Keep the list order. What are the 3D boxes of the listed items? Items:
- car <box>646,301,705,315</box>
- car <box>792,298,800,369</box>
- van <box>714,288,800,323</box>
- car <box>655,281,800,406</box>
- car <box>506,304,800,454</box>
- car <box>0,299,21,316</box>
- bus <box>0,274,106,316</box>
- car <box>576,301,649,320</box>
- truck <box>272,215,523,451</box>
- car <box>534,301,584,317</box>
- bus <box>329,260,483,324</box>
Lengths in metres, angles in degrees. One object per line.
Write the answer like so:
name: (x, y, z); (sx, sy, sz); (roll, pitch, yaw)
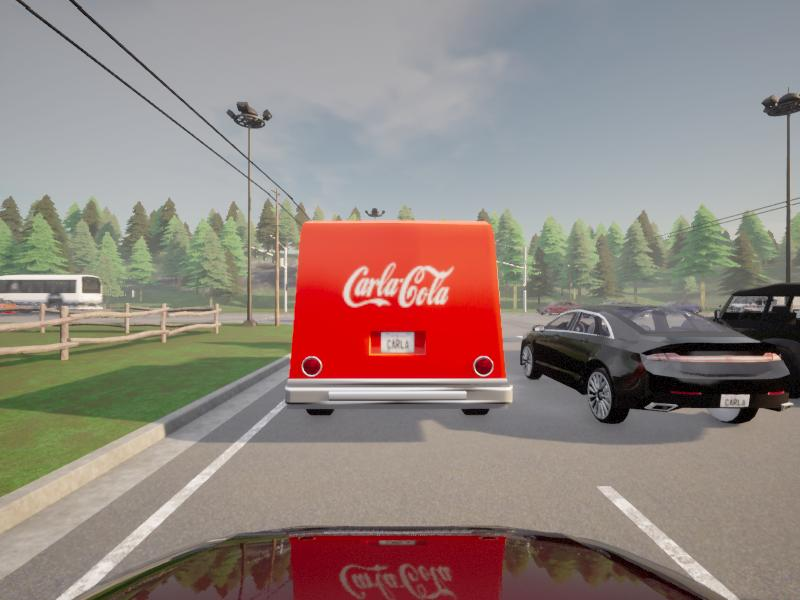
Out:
car: (29.384, 0.851, 42.743); (4.792, 1.488, 2.163); (0, 0, 0)
car: (10.472, 0.781, 7.069); (2.152, 1.651, 5.027); (0, 0, 0)
van: (26.691, 0.377, 28.748); (6.366, 2.431, 2.351); (0, 0, 0)
car: (6.960, 0.646, 7.491); (1.905, 1.878, 3.866); (0, 0, 0)
car: (3.464, 0.836, 6.582); (2.128, 1.511, 4.902); (0, 0, 0)
car: (-40.645, 0.750, 39.321); (4.611, 1.667, 2.242); (-1, 0, 0)
bus: (-37.944, -0.534, 42.704); (10.273, 4.253, 3.944); (0, 0, 0)
car: (17.036, 0.851, 32.258); (4.792, 1.488, 2.163); (0, 0, 0)
truck: (-0.037, 0.354, 6.792); (2.627, 2.467, 5.204); (0, 0, 0)
car: (15.558, 0.854, 39.259); (4.193, 1.474, 1.816); (0, 0, 0)
bus: (0.379, -0.534, 28.658); (10.273, 4.253, 3.944); (0, 0, 0)
